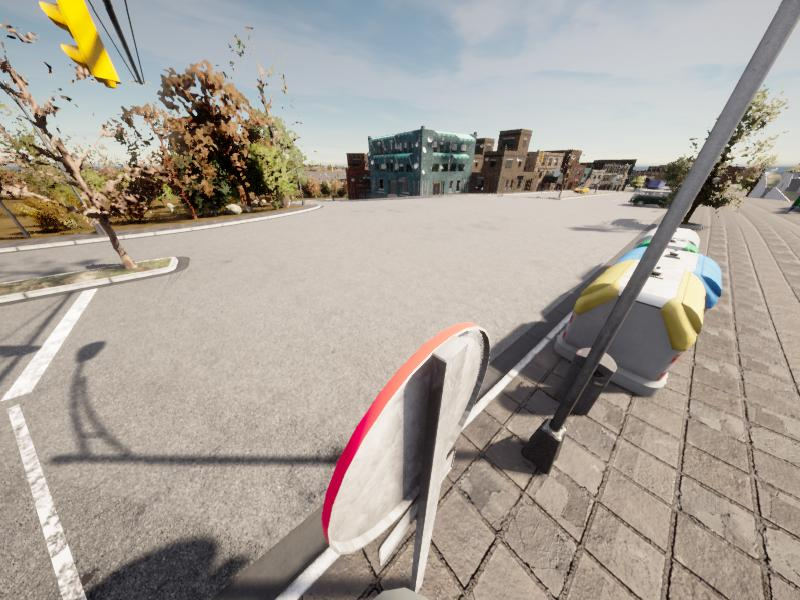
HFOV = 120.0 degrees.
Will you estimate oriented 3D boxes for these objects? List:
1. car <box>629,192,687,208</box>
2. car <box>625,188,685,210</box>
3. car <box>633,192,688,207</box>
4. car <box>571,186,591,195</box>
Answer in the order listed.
[{"bbox_3d":[34.472,-13.468,31.109,4.674,1.452,2.002,17,32,25],"label":"car"},{"bbox_3d":[32.099,-12.864,29.311,4.442,1.987,1.878,17,33,25],"label":"car"},{"bbox_3d":[36.754,-14.328,32.812,4.674,1.452,2.002,17,33,25],"label":"car"},{"bbox_3d":[40.459,-24.520,51.550,5.008,1.535,1.882,-21,36,-35],"label":"car"}]
